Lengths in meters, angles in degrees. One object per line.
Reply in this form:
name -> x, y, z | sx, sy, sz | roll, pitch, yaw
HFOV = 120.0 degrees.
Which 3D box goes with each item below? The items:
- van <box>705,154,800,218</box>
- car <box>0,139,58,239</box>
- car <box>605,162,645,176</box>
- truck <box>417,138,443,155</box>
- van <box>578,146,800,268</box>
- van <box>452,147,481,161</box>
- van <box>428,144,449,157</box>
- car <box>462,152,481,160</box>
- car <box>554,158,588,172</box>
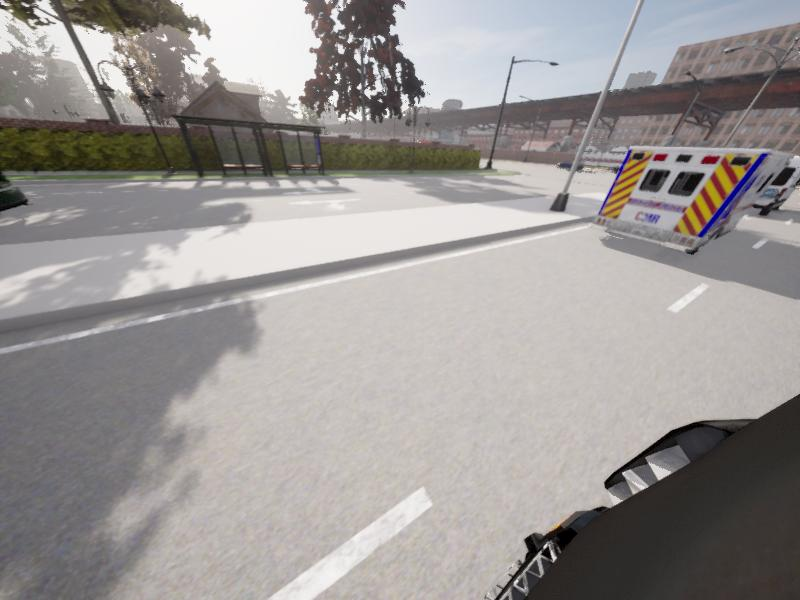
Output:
van -> 19.897, -6.300, 12.592 | 5.915, 2.561, 1.988 | -16, 38, -26
car -> -12.027, -2.131, 4.346 | 5.566, 2.045, 2.150 | -16, 38, -26
car -> 33.297, -19.522, 34.298 | 1.845, 1.501, 3.633 | -16, 38, -26
truck -> 8.785, -45.623, 68.651 | 2.891, 3.827, 8.468 | -16, 39, -26
van -> 9.008, -3.151, 7.146 | 6.366, 2.431, 2.351 | -16, 38, -26
van -> 15.397, -34.120, 53.822 | 2.351, 2.431, 6.366 | -16, 39, -26
van -> 10.086, -39.681, 61.320 | 1.988, 2.561, 5.915 | -16, 39, -26
car -> 17.531, -35.449, 56.873 | 1.994, 1.385, 4.181 | -16, 39, -26
car -> 27.313, -21.648, 36.998 | 1.789, 1.549, 3.705 | -16, 38, -26
